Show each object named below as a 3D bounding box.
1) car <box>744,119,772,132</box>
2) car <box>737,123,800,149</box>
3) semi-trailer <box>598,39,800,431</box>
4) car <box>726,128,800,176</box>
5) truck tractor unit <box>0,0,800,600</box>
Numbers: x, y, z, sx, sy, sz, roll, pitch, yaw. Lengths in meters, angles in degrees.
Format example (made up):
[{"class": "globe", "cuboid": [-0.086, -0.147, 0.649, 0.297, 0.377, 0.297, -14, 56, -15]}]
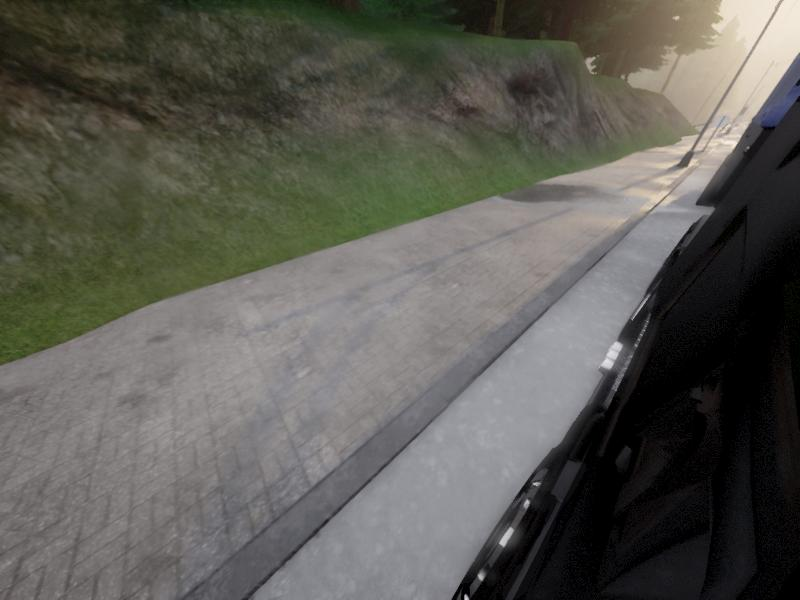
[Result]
[{"class": "car", "cuboid": [61.111, -29.898, 39.502, 4.974, 1.542, 2.038, -28, 44, -30]}, {"class": "car", "cuboid": [30.352, -13.482, 18.945, 4.514, 1.525, 2.007, -22, 41, -24]}, {"class": "semi-trailer", "cuboid": [8.701, -3.577, 4.264, 14.254, 4.402, 2.717, -28, 43, -30]}, {"class": "car", "cuboid": [18.274, -7.409, 11.365, 5.008, 1.535, 1.882, -28, 43, -30]}, {"class": "truck tractor unit", "cuboid": [2.645, -0.295, 0.351, 6.516, 4.208, 3.053, -28, 44, -30]}]
